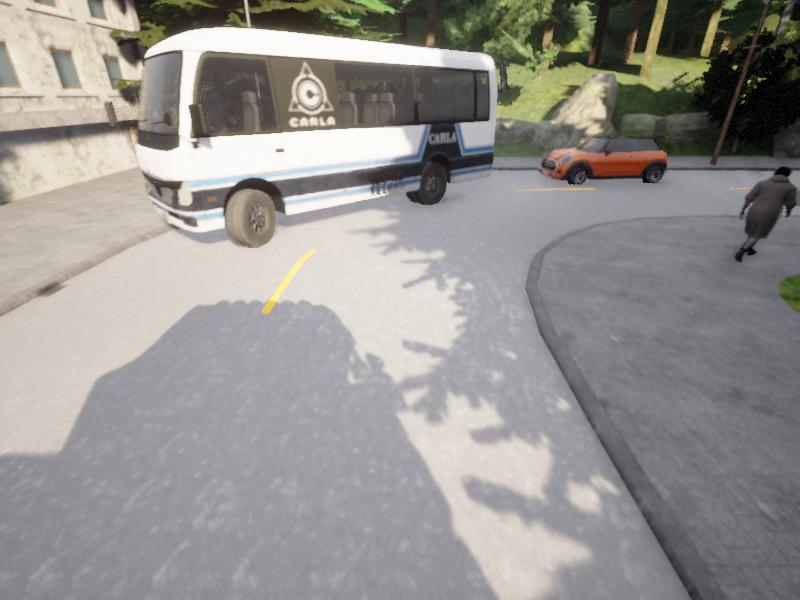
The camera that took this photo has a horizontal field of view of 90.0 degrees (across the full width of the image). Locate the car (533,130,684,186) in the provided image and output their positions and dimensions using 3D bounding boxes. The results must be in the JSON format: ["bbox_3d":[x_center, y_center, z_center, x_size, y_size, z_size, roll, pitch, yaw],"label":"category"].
[{"bbox_3d":[7.964,-5.633,15.710,4.553,1.767,2.097,-3,27,-5],"label":"car"}]

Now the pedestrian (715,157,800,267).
[{"bbox_3d":[6.966,-1.687,7.655,0.751,1.860,0.751,-15,31,-27],"label":"pedestrian"}]

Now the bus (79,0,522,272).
[{"bbox_3d":[-1.511,-4.626,11.008,10.273,4.253,3.944,-22,33,-37],"label":"bus"}]
